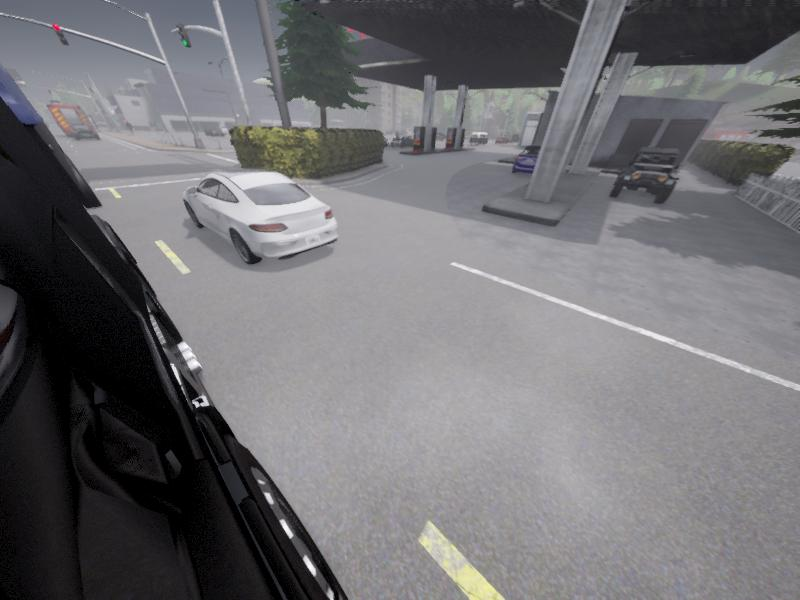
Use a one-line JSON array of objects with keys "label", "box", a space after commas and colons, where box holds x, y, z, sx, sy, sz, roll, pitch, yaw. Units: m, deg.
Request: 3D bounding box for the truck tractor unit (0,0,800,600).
[{"label": "truck tractor unit", "box": [-2.645, -0.295, 0.352, 6.516, 4.208, 3.053, 28, 44, 30]}]

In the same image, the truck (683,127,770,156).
[{"label": "truck", "box": [57.578, -28.489, 41.339, 2.891, 3.827, 8.468, 3, 37, 2]}]

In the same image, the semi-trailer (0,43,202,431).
[{"label": "semi-trailer", "box": [-8.753, -3.528, 4.232, 14.254, 4.402, 2.717, 27, 44, 30]}]

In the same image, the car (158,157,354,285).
[{"label": "car", "box": [-3.363, -2.179, 5.304, 4.674, 1.442, 1.812, 28, 43, 30]}]

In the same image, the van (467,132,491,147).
[{"label": "van", "box": [14.540, -29.449, 42.307, 2.069, 2.038, 4.480, 27, 44, 30]}]

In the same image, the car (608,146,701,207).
[{"label": "car", "box": [11.353, -5.801, 10.592, 1.905, 1.878, 3.866, 27, 44, 30]}]

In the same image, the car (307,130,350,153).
[{"label": "car", "box": [-7.676, -17.205, 25.063, 1.905, 1.878, 3.866, 27, 44, 30]}]

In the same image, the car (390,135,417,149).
[{"label": "car", "box": [0.506, -22.734, 33.172, 1.970, 1.475, 3.806, 27, 44, 30]}]

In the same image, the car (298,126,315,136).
[{"label": "car", "box": [-23.357, -42.504, 57.952, 3.866, 1.878, 1.905, 27, 44, 30]}]

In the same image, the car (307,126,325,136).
[{"label": "car", "box": [-21.827, -43.953, 59.995, 4.605, 1.855, 1.932, 27, 44, 30]}]

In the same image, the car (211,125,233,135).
[{"label": "car", "box": [-35.335, -33.643, 45.819, 3.806, 1.475, 1.970, 27, 44, 30]}]

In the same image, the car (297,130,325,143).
[{"label": "car", "box": [-13.536, -24.909, 35.246, 3.806, 1.475, 1.970, 27, 44, 30]}]

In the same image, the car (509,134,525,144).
[{"label": "car", "box": [28.095, -38.813, 55.577, 1.905, 1.878, 3.866, 27, 44, 30]}]

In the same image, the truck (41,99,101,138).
[{"label": "truck", "box": [-44.815, -24.620, 31.496, 8.468, 3.827, 2.891, 27, 44, 30]}]

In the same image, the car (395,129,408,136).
[{"label": "car", "box": [0.491, -60.239, 83.139, 4.605, 1.855, 1.932, 27, 43, 29]}]

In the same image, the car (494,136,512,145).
[{"label": "car", "box": [22.386, -34.709, 50.119, 2.007, 1.525, 4.514, 27, 44, 30]}]

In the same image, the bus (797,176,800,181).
[{"label": "bus", "box": [27.435, -7.474, 11.525, 3.944, 4.253, 10.273, 28, 44, 30]}]

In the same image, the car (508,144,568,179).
[{"label": "car", "box": [9.743, -9.853, 16.239, 2.242, 1.667, 4.611, 27, 44, 30]}]

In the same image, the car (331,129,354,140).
[{"label": "car", "box": [-11.622, -33.602, 46.880, 4.514, 1.523, 2.007, 27, 44, 30]}]

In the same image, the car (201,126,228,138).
[{"label": "car", "box": [-32.232, -29.156, 40.044, 4.514, 1.523, 2.007, 27, 44, 30]}]

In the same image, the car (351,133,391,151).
[{"label": "car", "box": [-3.543, -19.975, 29.174, 2.033, 1.649, 4.856, 27, 44, 30]}]

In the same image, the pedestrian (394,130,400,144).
[{"label": "pedestrian", "box": [-0.480, -26.309, 37.308, 0.751, 1.860, 0.751, 26, 43, 29]}]

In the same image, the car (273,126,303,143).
[{"label": "car", "box": [-16.115, -23.889, 33.293, 3.866, 1.878, 1.905, 27, 44, 30]}]

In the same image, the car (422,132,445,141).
[{"label": "car", "box": [8.222, -40.306, 56.766, 5.027, 1.636, 2.152, 27, 44, 30]}]

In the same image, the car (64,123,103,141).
[{"label": "car", "box": [-37.988, -20.156, 27.716, 4.974, 1.542, 2.038, 27, 44, 30]}]
